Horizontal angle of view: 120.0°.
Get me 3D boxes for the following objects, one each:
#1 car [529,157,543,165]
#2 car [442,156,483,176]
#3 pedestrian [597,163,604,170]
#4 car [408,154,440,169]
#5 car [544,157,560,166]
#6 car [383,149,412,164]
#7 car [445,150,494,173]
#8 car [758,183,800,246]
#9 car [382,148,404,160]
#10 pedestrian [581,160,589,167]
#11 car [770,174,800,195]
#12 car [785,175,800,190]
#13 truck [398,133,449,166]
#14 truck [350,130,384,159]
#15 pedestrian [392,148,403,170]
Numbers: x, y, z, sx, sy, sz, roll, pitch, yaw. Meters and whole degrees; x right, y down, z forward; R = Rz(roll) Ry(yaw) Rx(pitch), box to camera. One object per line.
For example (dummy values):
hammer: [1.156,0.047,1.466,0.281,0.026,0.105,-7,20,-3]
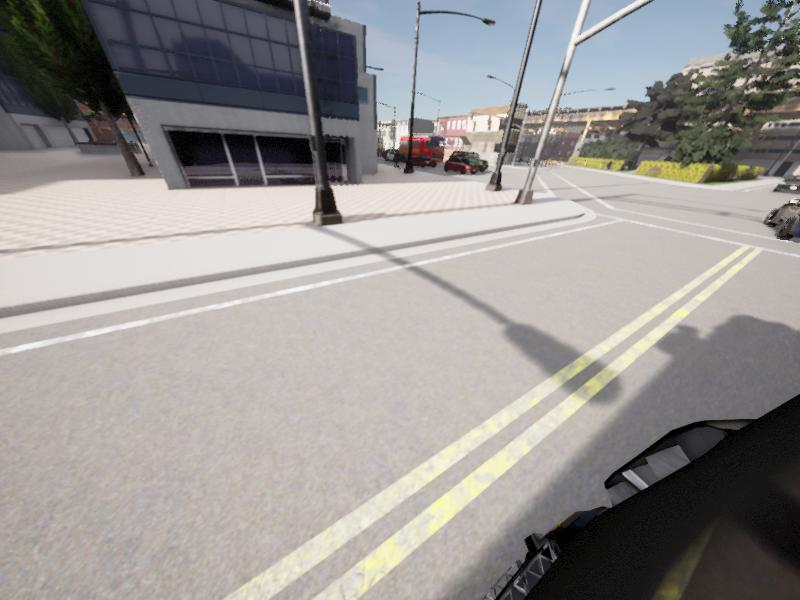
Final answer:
car: [35.490,-36.352,60.255,1.970,1.475,3.806,10,34,11]
car: [6.668,-14.656,25.180,1.816,1.474,4.193,-16,38,-26]
pedestrian: [38.850,-25.897,44.785,0.500,1.100,0.500,13,35,14]
car: [3.052,-18.131,30.170,1.994,1.385,4.181,-16,38,-25]
car: [38.752,-35.504,59.141,1.801,1.575,5.366,10,34,11]
car: [-0.462,-21.709,34.943,2.038,1.542,4.974,-16,39,-26]
car: [8.388,-17.092,28.446,2.150,2.045,5.566,-16,38,-26]
car: [15.774,-3.028,8.311,4.611,1.667,2.242,-25,43,-35]
car: [-1.333,-26.505,41.883,1.812,1.442,4.674,-16,39,-26]
pedestrian: [42.934,-31.639,53.588,0.751,1.300,0.751,0,34,-4]
car: [40.629,-11.792,23.497,5.027,1.651,2.152,-16,38,-26]
car: [49.879,-14.357,28.224,4.792,1.488,2.163,-16,38,-26]
truck: [3.199,-23.045,35.204,2.891,3.827,8.468,-16,39,-26]
truck: [-6.167,-28.499,42.166,2.891,3.827,8.468,-16,40,-26]
pedestrian: [-0.305,-14.287,23.438,0.751,1.860,0.751,27,40,32]
